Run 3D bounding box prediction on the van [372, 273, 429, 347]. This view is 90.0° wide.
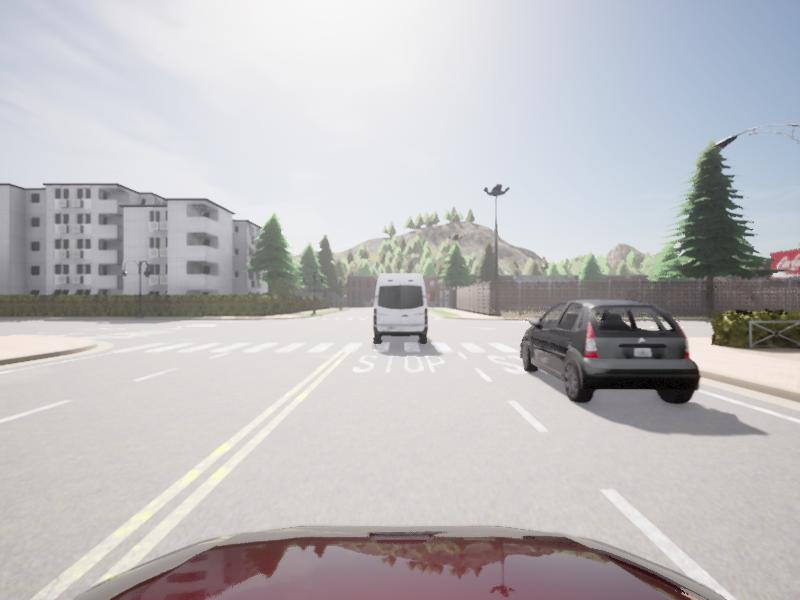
[{"bbox_3d":[-0.003,0.335,16.795,1.988,2.561,5.915,0,0,-1],"label":"van"}]

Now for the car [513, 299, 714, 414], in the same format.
[{"bbox_3d":[3.576,0.794,7.655,1.851,1.617,3.988,0,0,2],"label":"car"}]
